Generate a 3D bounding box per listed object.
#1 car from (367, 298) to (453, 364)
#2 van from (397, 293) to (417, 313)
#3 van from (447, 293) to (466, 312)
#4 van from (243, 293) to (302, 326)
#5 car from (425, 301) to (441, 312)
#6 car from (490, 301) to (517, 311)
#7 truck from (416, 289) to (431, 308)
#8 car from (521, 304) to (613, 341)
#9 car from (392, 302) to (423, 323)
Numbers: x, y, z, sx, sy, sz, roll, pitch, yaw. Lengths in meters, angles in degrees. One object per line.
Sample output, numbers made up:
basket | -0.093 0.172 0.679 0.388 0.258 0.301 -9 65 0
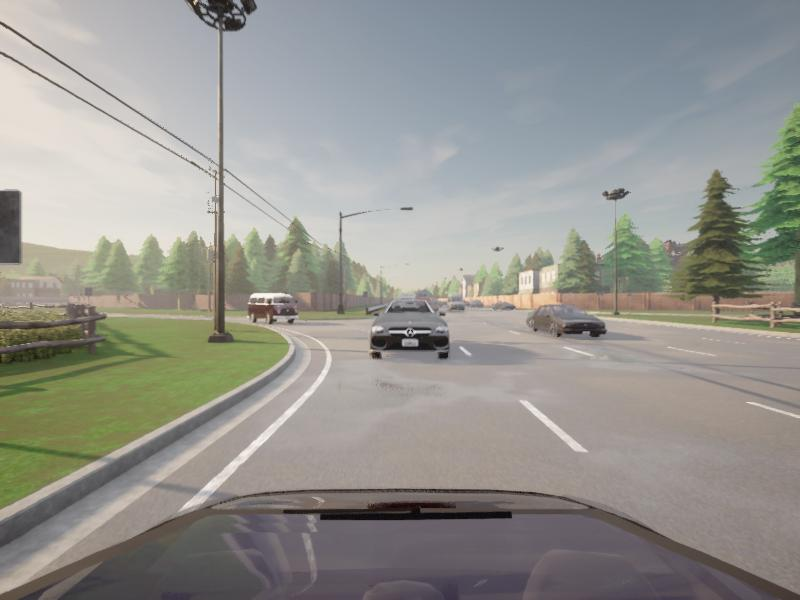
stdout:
car | 0.293 0.789 12.557 2.152 1.651 5.027 0 0 1
van | 0.915 0.410 51.853 2.351 2.431 6.366 0 0 1
van | 8.002 0.356 57.429 1.988 2.561 5.915 0 0 1
van | -8.737 0.590 27.247 2.069 2.038 4.480 0 0 -44
car | 4.458 0.860 54.540 1.845 1.501 3.633 0 0 1
car | 15.996 0.930 61.918 2.033 1.411 5.357 0 0 -9
truck | 4.943 -0.273 85.393 2.891 3.827 8.468 0 0 1
car | 7.385 0.905 18.421 2.033 1.411 5.357 0 0 1
car | 0.583 0.870 30.855 2.163 1.488 4.792 0 0 1
